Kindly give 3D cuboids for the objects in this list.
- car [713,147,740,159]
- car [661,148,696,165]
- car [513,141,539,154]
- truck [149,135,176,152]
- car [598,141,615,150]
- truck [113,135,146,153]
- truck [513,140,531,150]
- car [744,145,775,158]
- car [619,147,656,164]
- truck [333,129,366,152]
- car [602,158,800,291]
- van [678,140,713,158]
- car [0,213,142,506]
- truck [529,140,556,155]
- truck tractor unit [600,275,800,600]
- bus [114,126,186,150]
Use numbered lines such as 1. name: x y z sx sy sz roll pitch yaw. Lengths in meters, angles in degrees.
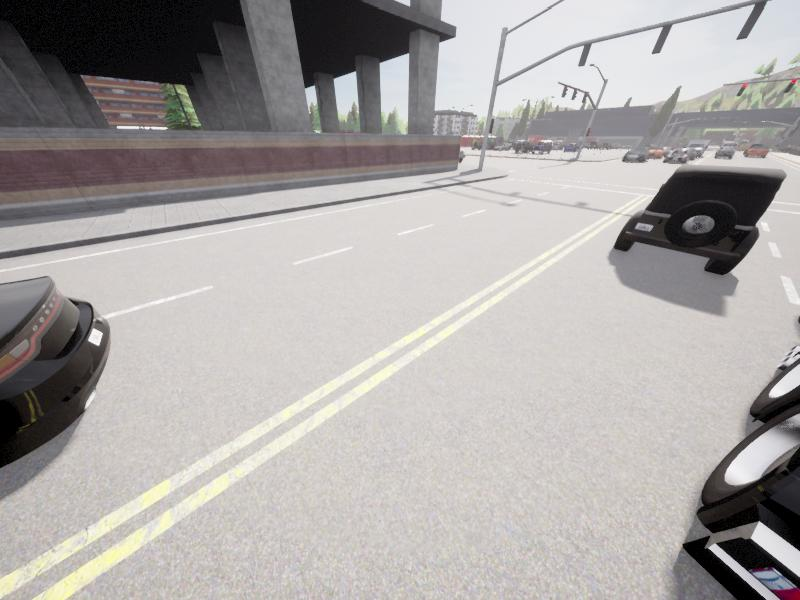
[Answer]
1. car: 52.480 -23.706 37.205 5.357 1.411 2.033 -27 43 -33
2. car: 33.338 -17.222 27.674 3.806 1.475 1.970 -26 42 -32
3. car: 23.153 -28.013 42.441 4.605 1.855 1.932 -26 42 -32
4. truck: -44.226 -29.203 43.061 2.615 2.467 5.204 -26 42 -32
5. car: 54.824 -40.974 61.290 4.605 1.855 1.932 -26 42 -32
6. truck: -47.524 -27.628 40.775 2.615 2.467 5.204 -26 42 -32
7. truck: 32.282 -40.977 60.941 4.478 2.038 2.069 -26 42 -32
8. car: 60.687 -25.231 39.116 4.553 1.767 2.097 -26 42 -32
9. car: 29.605 -18.113 28.792 4.856 1.649 2.033 -25 42 -33
10. truck: -11.363 -35.479 51.333 2.891 3.827 8.468 -26 43 -32
11. car: 6.885 -2.072 5.366 3.866 1.878 1.905 -26 42 -32
12. van: 49.314 -25.280 38.532 6.366 2.431 2.351 -26 42 -32
13. car: -5.085 1.152 0.863 5.238 1.638 1.930 -26 42 -32
14. truck: 25.069 -26.841 40.610 4.478 2.038 2.069 -26 42 -32
15. truck tractor unit: 5.129 -0.283 0.756 6.516 4.208 3.053 -18 39 -23
16. bus: -57.526 -37.596 53.698 10.273 4.253 3.944 -25 42 -32
